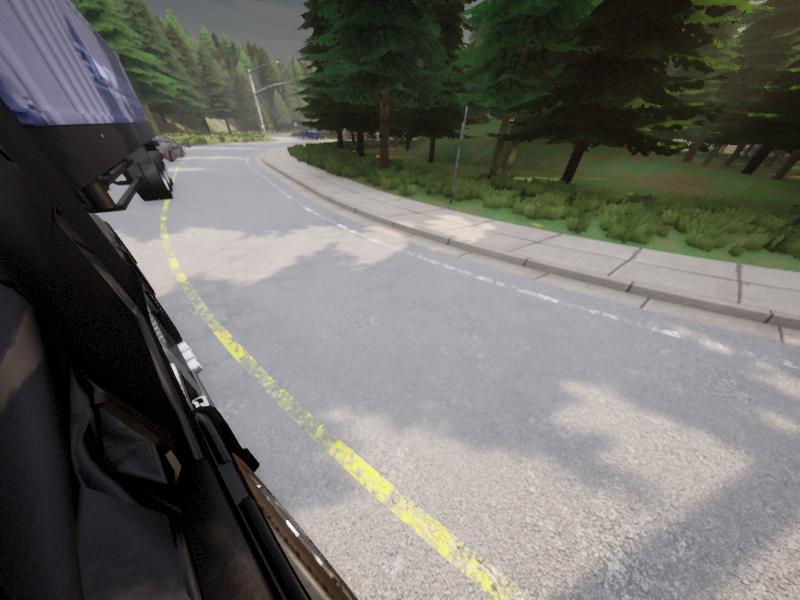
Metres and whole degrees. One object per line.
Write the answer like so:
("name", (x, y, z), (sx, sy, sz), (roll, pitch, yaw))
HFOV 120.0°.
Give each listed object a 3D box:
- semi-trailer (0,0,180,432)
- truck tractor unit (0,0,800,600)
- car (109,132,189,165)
("semi-trailer", (-7.744, -4.106, 5.000), (2.717, 4.402, 14.254), (-23, 44, -30))
("truck tractor unit", (-2.645, -0.295, 0.351), (6.516, 4.208, 3.053), (28, 44, 30))
("car", (-15.177, -9.431, 14.305), (1.994, 1.385, 4.181), (-14, 40, -21))
